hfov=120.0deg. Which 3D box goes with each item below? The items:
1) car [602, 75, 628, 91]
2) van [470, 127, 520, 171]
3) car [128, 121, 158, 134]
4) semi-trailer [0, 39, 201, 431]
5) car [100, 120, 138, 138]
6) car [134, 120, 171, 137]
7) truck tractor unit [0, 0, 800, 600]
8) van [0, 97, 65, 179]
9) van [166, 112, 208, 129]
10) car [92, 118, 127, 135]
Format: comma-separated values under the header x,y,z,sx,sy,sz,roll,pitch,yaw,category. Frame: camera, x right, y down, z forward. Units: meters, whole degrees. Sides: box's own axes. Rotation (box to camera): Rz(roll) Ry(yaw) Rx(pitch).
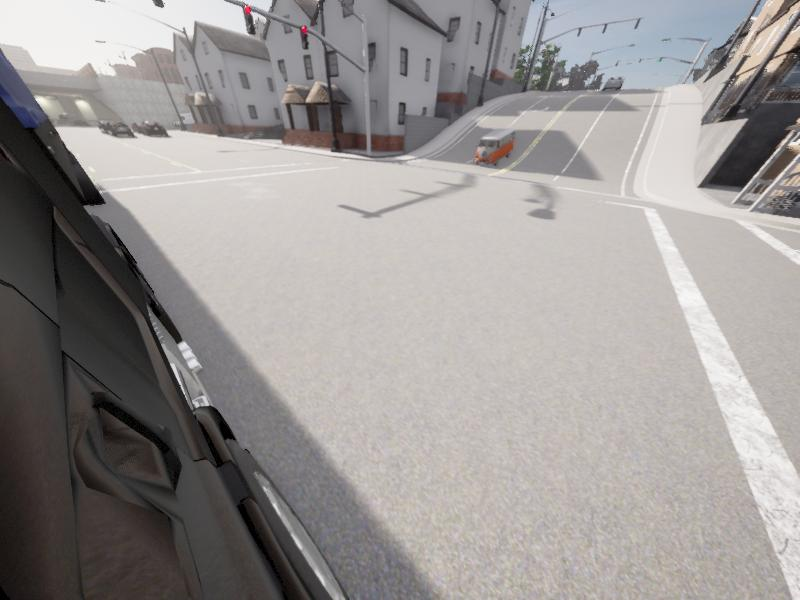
x,y,z,sx,sy,sz,roll,pitch,yaw,category
30.259,-30.544,32.502,1.970,1.475,3.806,28,51,30,car
7.541,-12.049,18.282,1.775,1.987,4.442,26,53,28,van
-39.030,-26.125,35.039,4.674,1.442,1.812,26,43,28,car
-8.676,-3.612,4.260,14.254,4.402,2.717,28,44,30,semi-trailer
-34.854,-21.207,28.637,4.514,1.525,2.007,27,43,29,car
-33.869,-23.455,31.591,4.611,1.667,2.242,28,43,29,car
-2.645,-0.295,0.351,6.516,4.208,3.053,28,44,30,truck tractor unit
-17.501,-7.241,10.147,5.915,2.561,1.988,27,43,29,van
-46.492,-39.342,50.593,1.988,2.561,5.915,27,49,29,van
-40.340,-24.097,32.073,5.238,1.638,1.930,26,43,28,car
